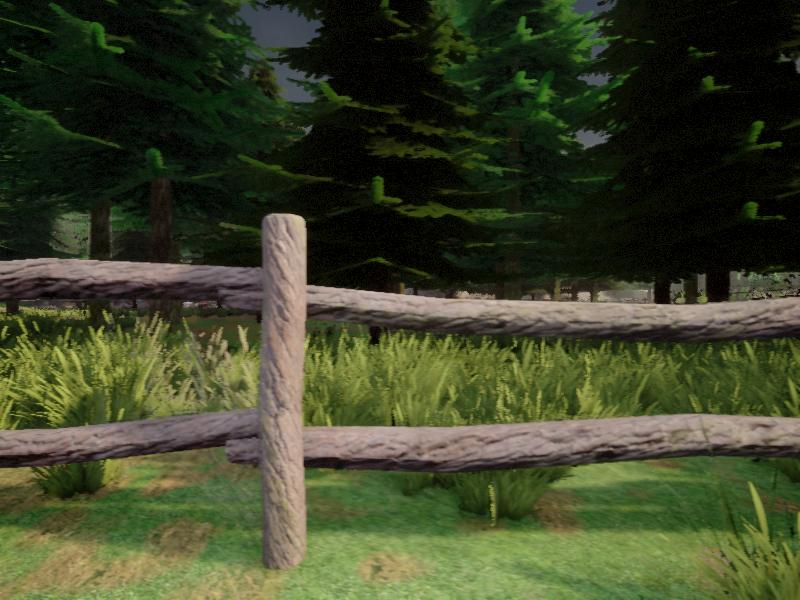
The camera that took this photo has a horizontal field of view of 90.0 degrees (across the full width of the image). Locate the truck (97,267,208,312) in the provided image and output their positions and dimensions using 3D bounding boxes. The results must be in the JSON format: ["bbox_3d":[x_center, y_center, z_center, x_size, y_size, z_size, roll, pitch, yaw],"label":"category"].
[{"bbox_3d":[-22.812,-0.872,37.231,8.468,3.827,2.891,0,0,-36],"label":"truck"}]
